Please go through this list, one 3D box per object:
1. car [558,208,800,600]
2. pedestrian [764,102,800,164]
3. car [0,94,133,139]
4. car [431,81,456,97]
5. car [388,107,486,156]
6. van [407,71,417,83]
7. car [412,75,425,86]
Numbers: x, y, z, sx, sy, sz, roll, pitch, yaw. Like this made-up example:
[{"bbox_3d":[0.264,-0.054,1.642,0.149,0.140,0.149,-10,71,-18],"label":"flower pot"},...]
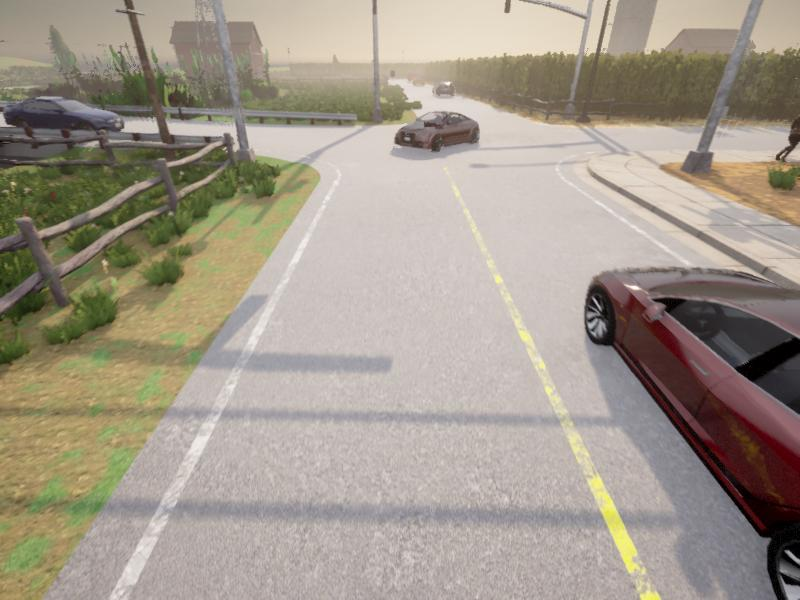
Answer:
[{"bbox_3d":[3.391,0.683,3.365,2.163,1.488,4.792,0,30,0],"label":"car"},{"bbox_3d":[13.410,-5.638,13.526,0.751,1.860,0.751,-3,30,-5],"label":"pedestrian"},{"bbox_3d":[-15.031,-8.243,17.901,4.674,1.442,1.812,4,30,1],"label":"car"},{"bbox_3d":[5.123,-25.148,47.552,2.163,1.488,4.792,-2,30,-3],"label":"car"},{"bbox_3d":[1.661,-7.400,17.346,1.994,1.385,4.181,25,39,36],"label":"car"},{"bbox_3d":[2.632,-48.023,86.113,1.775,1.987,4.442,-2,30,-3],"label":"van"},{"bbox_3d":[3.383,-40.166,73.100,1.801,1.575,5.366,-1,30,-2],"label":"car"}]
